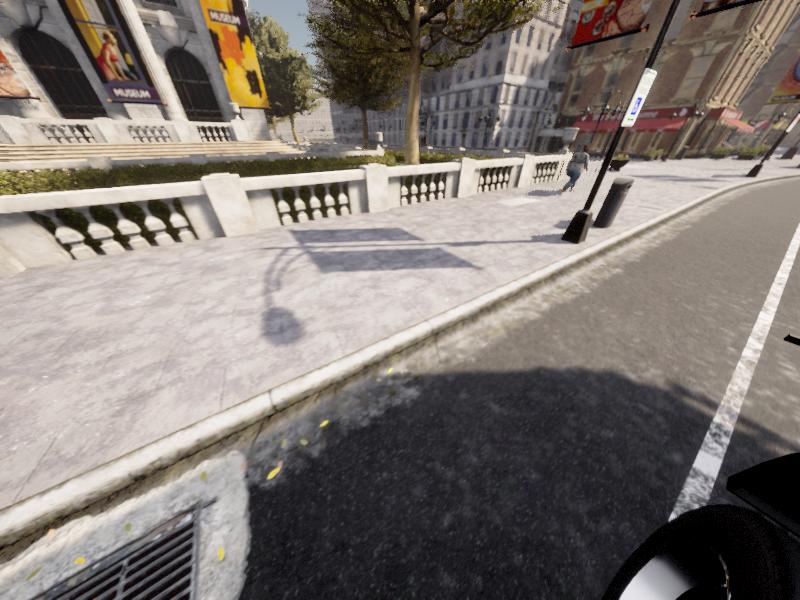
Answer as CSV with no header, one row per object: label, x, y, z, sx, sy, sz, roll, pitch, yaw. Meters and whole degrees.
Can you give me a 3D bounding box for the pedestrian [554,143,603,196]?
pedestrian,7.443,-5.493,9.722,0.751,1.860,0.751,-14,38,-19
